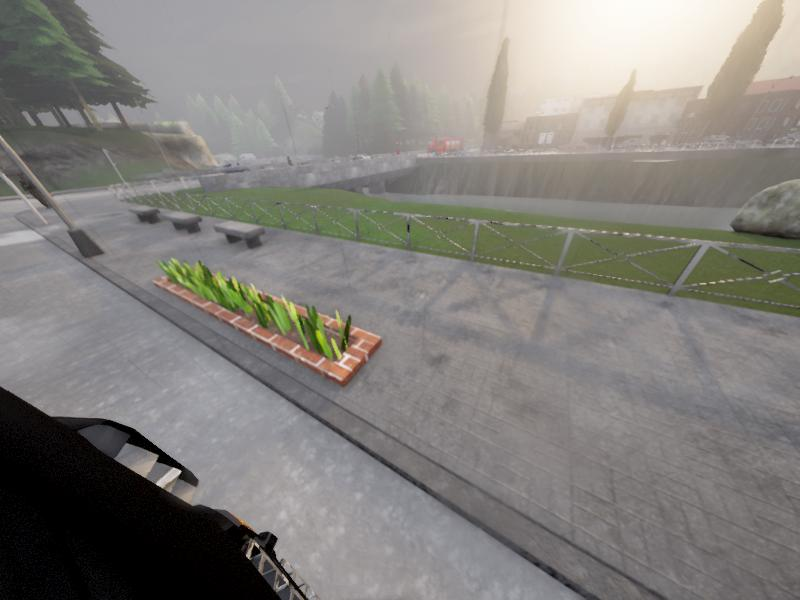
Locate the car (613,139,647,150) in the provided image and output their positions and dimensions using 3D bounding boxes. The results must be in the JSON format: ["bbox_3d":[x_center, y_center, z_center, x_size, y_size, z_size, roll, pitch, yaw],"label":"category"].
[{"bbox_3d":[41.395,-28.145,41.763,3.806,1.475,1.970,16,38,26],"label":"car"}]

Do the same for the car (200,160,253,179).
[{"bbox_3d":[-21.726,-16.550,29.227,2.242,1.667,4.611,16,38,26],"label":"car"}]

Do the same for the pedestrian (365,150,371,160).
[{"bbox_3d":[-7.313,-33.342,53.004,0.751,1.860,0.751,17,39,28],"label":"pedestrian"}]

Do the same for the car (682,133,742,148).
[{"bbox_3d":[50.068,-25.771,37.321,5.238,1.638,1.930,16,38,26],"label":"car"}]

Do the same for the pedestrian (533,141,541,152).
[{"bbox_3d":[28.400,-31.815,47.973,0.751,1.860,0.751,-7,34,-5],"label":"pedestrian"}]

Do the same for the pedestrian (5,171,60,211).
[{"bbox_3d":[-20.033,-5.953,12.667,0.751,1.860,0.751,22,41,33],"label":"pedestrian"}]

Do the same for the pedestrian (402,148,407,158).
[{"bbox_3d":[1.011,-32.303,50.756,0.751,1.860,0.751,8,35,16],"label":"pedestrian"}]

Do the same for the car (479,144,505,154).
[{"bbox_3d":[20.765,-34.022,52.182,4.856,1.649,2.033,16,38,26],"label":"car"}]

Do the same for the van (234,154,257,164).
[{"bbox_3d":[-53.372,-48.961,79.923,1.988,2.561,5.915,16,38,26],"label":"van"}]

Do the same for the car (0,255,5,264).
[{"bbox_3d":[-12.928,-1.616,6.085,3.633,1.501,1.845,16,38,26],"label":"car"}]

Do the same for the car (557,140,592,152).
[{"bbox_3d":[34.132,-30.252,45.405,5.027,1.651,2.152,16,38,26],"label":"car"}]

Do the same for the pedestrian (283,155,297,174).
[{"bbox_3d":[-12.593,-15.483,26.466,0.751,1.860,0.751,15,38,25],"label":"pedestrian"}]

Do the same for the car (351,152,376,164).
[{"bbox_3d":[-6.819,-26.881,43.738,2.038,1.542,4.974,16,38,26],"label":"car"}]

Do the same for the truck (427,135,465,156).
[{"bbox_3d":[11.047,-37.668,56.483,8.468,3.827,2.891,16,38,26],"label":"truck"}]

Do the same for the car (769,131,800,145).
[{"bbox_3d":[57.736,-23.539,33.475,3.806,1.475,1.970,16,38,26],"label":"car"}]

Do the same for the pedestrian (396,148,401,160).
[{"bbox_3d":[-0.303,-27.846,44.133,0.751,1.860,0.751,13,37,23],"label":"pedestrian"}]
